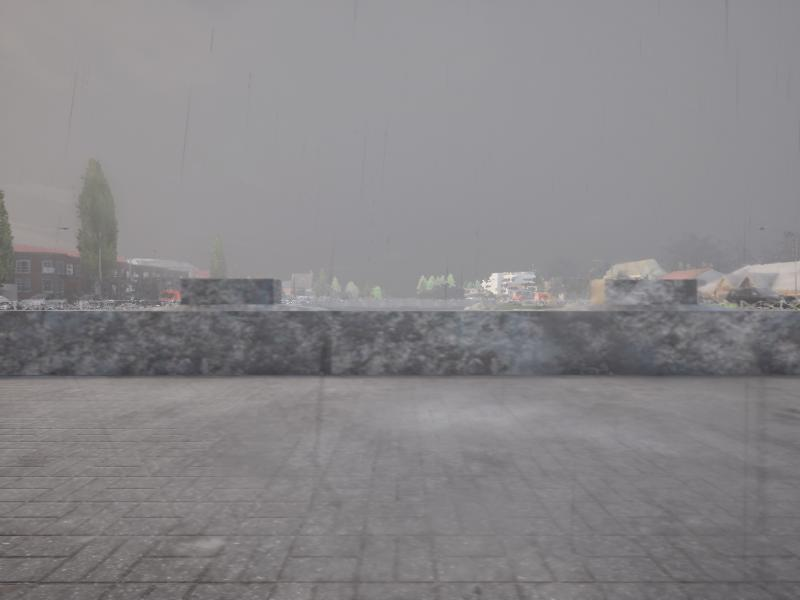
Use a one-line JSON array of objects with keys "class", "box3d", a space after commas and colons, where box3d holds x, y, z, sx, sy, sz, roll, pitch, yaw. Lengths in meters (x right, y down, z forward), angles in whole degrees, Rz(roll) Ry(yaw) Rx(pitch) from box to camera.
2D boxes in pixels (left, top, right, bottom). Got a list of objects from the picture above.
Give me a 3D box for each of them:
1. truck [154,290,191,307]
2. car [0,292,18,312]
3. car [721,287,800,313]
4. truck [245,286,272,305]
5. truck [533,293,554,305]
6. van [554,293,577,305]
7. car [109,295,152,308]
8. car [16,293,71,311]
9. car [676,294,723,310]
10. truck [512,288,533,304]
[{"class": "truck", "box3d": [-34.573, -0.257, 60.931, 2.627, 2.467, 5.204, 0, 0, 0]}, {"class": "car", "box3d": [-34.553, 0.169, 32.537, 2.152, 1.651, 5.027, 0, 0, 0]}, {"class": "car", "box3d": [31.091, -0.021, 34.636, 2.150, 2.045, 5.566, 0, 0, 0]}, {"class": "truck", "box3d": [-30.580, -0.935, 86.879, 2.891, 3.827, 8.468, 0, 0, 0]}, {"class": "truck", "box3d": [31.087, -0.234, 86.872, 2.627, 2.467, 5.204, 0, 0, 0]}, {"class": "van", "box3d": [35.090, -0.215, 84.954, 2.351, 2.431, 6.366, 0, 0, 0]}, {"class": "car", "box3d": [-34.569, 0.159, 51.517, 1.930, 1.638, 5.238, 0, 0, 0]}, {"class": "car", "box3d": [-34.567, 0.176, 38.933, 1.851, 1.617, 3.988, 0, 0, 0]}, {"class": "car", "box3d": [31.091, 0.199, 41.687, 1.851, 1.617, 3.988, 0, 0, 0]}, {"class": "truck", "box3d": [31.081, -0.914, 101.859, 2.891, 3.827, 8.468, 0, 0, 0]}]
